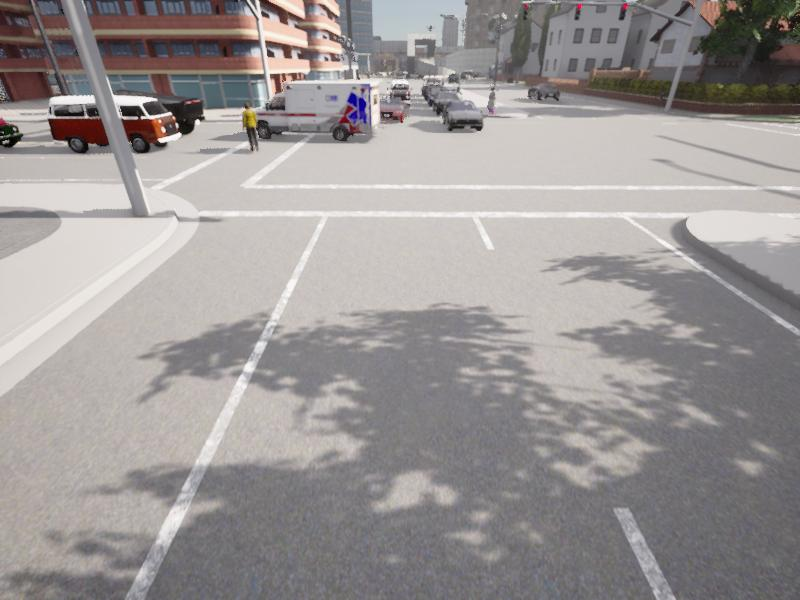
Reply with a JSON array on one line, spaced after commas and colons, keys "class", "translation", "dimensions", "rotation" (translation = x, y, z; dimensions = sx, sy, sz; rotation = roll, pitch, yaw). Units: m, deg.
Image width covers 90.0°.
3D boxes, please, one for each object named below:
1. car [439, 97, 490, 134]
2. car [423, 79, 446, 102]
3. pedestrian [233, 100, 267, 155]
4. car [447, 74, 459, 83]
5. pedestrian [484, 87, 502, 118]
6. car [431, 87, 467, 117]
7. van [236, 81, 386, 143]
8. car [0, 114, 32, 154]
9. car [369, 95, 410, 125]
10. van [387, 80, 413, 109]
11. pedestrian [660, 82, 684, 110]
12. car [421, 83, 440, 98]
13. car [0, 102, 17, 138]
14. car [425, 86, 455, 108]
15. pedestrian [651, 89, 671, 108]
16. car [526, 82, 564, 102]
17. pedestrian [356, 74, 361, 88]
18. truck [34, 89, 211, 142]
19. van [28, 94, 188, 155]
[{"class": "car", "translation": [3.500, -10.604, 22.841], "dimensions": [2.033, 1.411, 5.357], "rotation": [0, 30, 0]}, {"class": "car", "translation": [3.501, -21.643, 41.279], "dimensions": [1.905, 1.878, 3.866], "rotation": [0, 30, 0]}, {"class": "pedestrian", "translation": [-5.938, -6.844, 15.878], "dimensions": [0.751, 1.860, 0.751], "rotation": [-19, 35, -30]}, {"class": "car", "translation": [11.501, -48.004, 86.749], "dimensions": [2.033, 1.649, 4.856], "rotation": [0, 30, 0]}, {"class": "pedestrian", "translation": [6.255, -13.313, 26.977], "dimensions": [0.751, 1.860, 0.751], "rotation": [-5, 31, -9]}, {"class": "car", "translation": [3.535, -14.787, 29.769], "dimensions": [1.930, 1.638, 5.238], "rotation": [0, 30, 0]}, {"class": "van", "translation": [-4.012, -9.028, 19.109], "dimensions": [6.366, 2.431, 2.351], "rotation": [3, 30, 6]}, {"class": "car", "translation": [-18.537, -6.821, 16.442], "dimensions": [4.718, 1.301, 1.895], "rotation": [0, 30, -1]}, {"class": "car", "translation": [-0.570, -12.215, 25.626], "dimensions": [1.994, 1.385, 4.181], "rotation": [3, 30, 6]}, {"class": "van", "translation": [0.002, -17.779, 34.501], "dimensions": [2.069, 2.038, 4.480], "rotation": [0, 30, 0]}, {"class": "pedestrian", "translation": [20.730, -15.560, 30.533], "dimensions": [0.751, 1.860, 0.751], "rotation": [-3, 30, -5]}, {"class": "car", "translation": [3.502, -24.786, 47.260], "dimensions": [1.895, 1.301, 4.718], "rotation": [0, 30, 0]}, {"class": "car", "translation": [-21.506, -8.661, 19.366], "dimensions": [3.633, 1.501, 1.845], "rotation": [0, 30, -1]}, {"class": "car", "translation": [3.503, -18.255, 35.875], "dimensions": [2.163, 1.488, 4.792], "rotation": [0, 30, 0]}, {"class": "pedestrian", "translation": [21.181, -16.364, 32.467], "dimensions": [0.751, 1.300, 0.751], "rotation": [-1, 30, -1]}, {"class": "car", "translation": [15.002, -21.786, 41.794], "dimensions": [2.152, 1.651, 5.027], "rotation": [0, 30, 0]}, {"class": "pedestrian", "translation": [-6.512, -34.541, 63.074], "dimensions": [0.751, 1.860, 0.751], "rotation": [-1, 30, -2]}, {"class": "truck", "translation": [-12.944, -8.885, 19.187], "dimensions": [6.274, 2.098, 2.390], "rotation": [-1, 30, -2]}, {"class": "van", "translation": [-11.613, -7.176, 16.314], "dimensions": [4.480, 2.038, 2.069], "rotation": [-1, 30, -1]}]
